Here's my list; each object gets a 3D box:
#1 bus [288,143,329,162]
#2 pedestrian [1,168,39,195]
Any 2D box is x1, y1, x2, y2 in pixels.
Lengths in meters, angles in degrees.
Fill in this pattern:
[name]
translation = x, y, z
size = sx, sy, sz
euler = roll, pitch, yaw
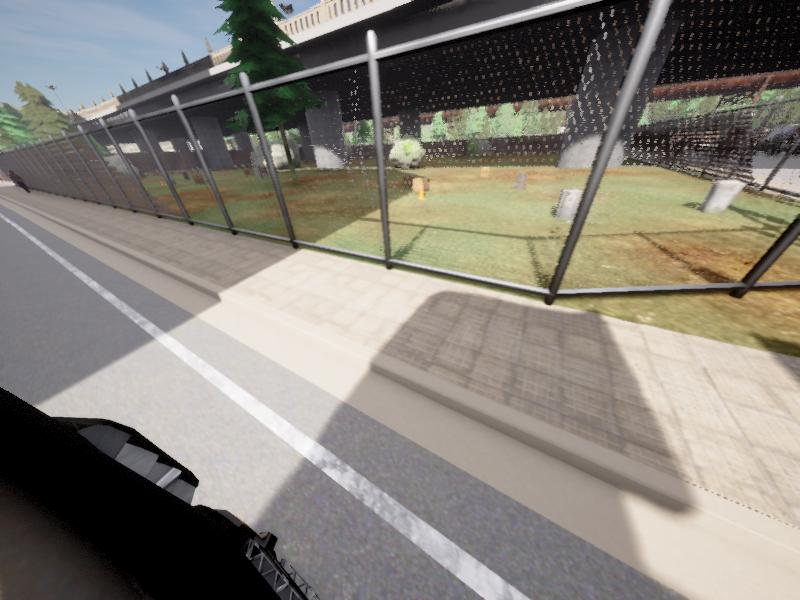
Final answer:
[bus]
translation = -27.845, -45.422, 71.037
size = 10.273, 4.253, 3.944
euler = -27, 40, -32
[pedestrian]
translation = -31.629, -9.861, 19.240
size = 0.751, 1.860, 0.751
euler = 14, 37, 23
